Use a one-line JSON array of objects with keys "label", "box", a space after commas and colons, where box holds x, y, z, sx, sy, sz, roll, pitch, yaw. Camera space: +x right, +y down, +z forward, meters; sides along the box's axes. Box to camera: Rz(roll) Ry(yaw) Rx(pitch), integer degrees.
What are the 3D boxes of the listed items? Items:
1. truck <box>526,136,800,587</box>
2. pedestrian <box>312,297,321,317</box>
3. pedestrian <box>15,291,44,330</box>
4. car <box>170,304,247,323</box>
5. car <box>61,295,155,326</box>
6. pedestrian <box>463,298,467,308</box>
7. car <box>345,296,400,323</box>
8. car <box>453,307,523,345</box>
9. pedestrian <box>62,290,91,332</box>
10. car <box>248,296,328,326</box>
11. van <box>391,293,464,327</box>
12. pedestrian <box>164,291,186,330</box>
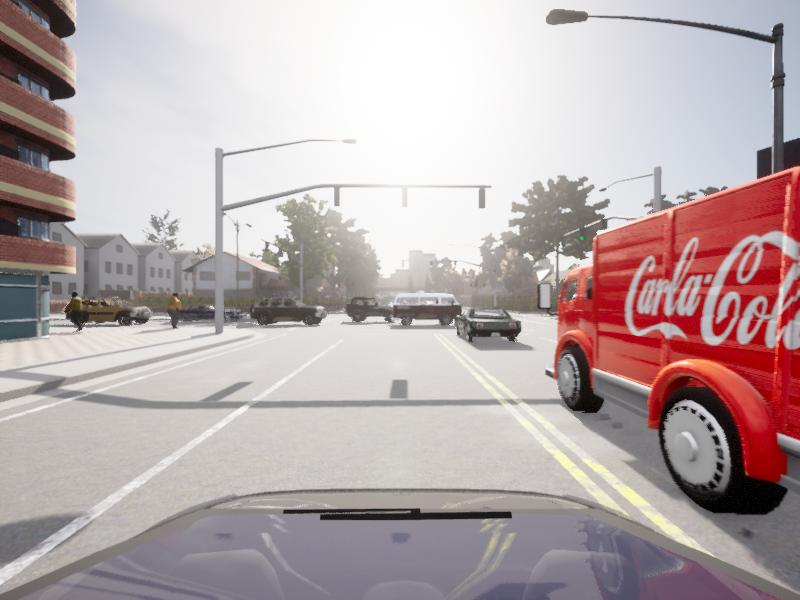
[{"label": "truck", "box": [3.493, 0.355, 4.306, 2.627, 2.467, 5.204, 0, -1, 0]}, {"label": "pedestrian", "box": [-8.013, 0.672, 38.416, 0.751, 1.860, 0.751, 0, 0, 5]}, {"label": "pedestrian", "box": [-18.140, 0.503, 19.617, 0.751, 1.860, 0.751, 0, 0, -7]}, {"label": "car", "box": [-13.892, 0.970, 29.222, 4.718, 1.301, 1.895, 0, 0, 1]}, {"label": "car", "box": [-18.680, 0.672, 25.770, 4.605, 1.855, 1.932, 1, 0, -1]}, {"label": "pedestrian", "box": [12.698, 0.560, 77.837, 0.751, 1.860, 0.751, 0, 0, 2]}, {"label": "car", "box": [-1.947, 0.673, 29.051, 3.866, 1.878, 1.905, 0, 0, 1]}, {"label": "car", "box": [3.467, 0.959, 16.709, 1.895, 1.301, 4.718, 0, 0, 0]}, {"label": "pedestrian", "box": [-14.484, 0.488, 17.928, 0.751, 1.860, 0.751, 0, 0, -5]}, {"label": "car", "box": [-7.094, 0.675, 25.625, 4.605, 1.855, 1.932, 0, 0, 1]}, {"label": "van", "box": [1.703, 0.598, 25.499, 4.480, 2.038, 2.069, -1, 0, 1]}, {"label": "pedestrian", "box": [-11.206, 0.503, 19.914, 0.751, 1.860, 0.751, 0, 0, 45]}]
